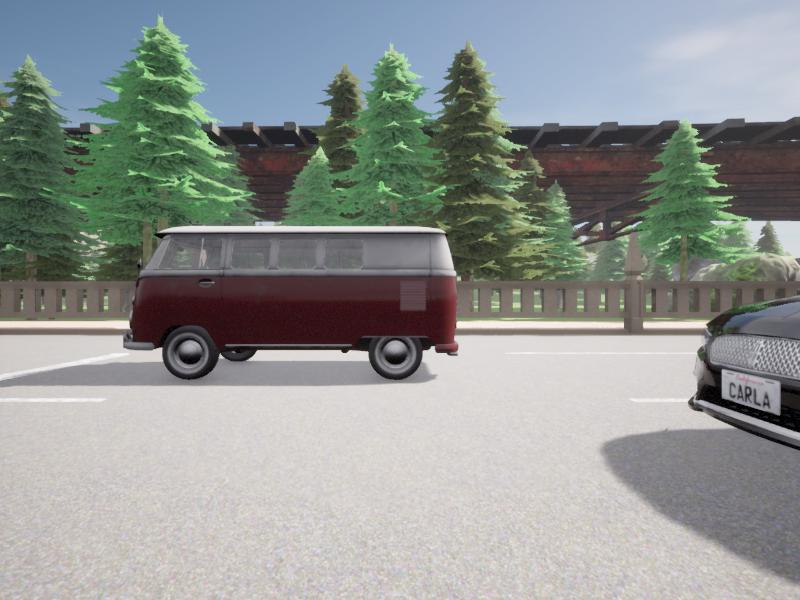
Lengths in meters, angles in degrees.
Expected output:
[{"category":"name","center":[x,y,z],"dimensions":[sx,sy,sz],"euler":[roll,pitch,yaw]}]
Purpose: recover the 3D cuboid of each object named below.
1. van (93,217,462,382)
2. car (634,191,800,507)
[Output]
[{"category":"van","center":[-1.470,-0.002,5.700],"dimensions":[4.442,1.987,1.775],"euler":[0,0,0]},{"category":"car","center":[4.363,0.237,2.200],"dimensions":[4.902,1.511,2.128],"euler":[0,0,0]}]
